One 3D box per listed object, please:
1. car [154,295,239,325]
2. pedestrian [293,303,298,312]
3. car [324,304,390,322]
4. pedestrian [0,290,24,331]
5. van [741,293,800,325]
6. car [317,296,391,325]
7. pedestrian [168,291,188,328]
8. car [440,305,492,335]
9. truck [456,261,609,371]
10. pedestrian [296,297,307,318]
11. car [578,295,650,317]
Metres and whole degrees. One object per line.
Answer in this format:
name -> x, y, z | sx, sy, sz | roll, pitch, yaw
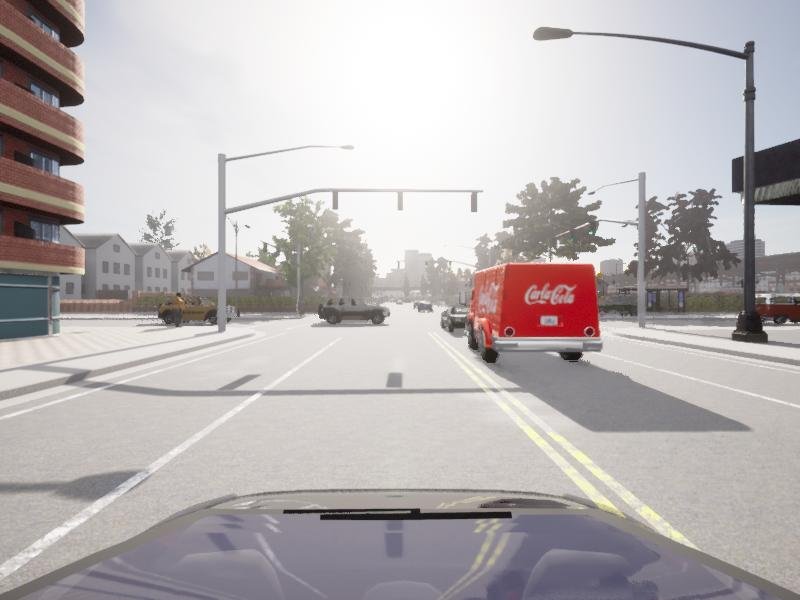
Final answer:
car -> -13.320, 0.650, 26.359 | 4.605, 1.855, 1.932 | 0, 0, 0
pedestrian -> -12.429, 0.874, 47.639 | 0.500, 1.100, 0.500 | 0, 0, -2
car -> -3.158, 0.944, 29.814 | 4.718, 1.301, 1.895 | 0, 0, 0
pedestrian -> -18.034, 0.469, 18.428 | 0.751, 1.860, 0.751 | 0, 0, 0
van -> 25.442, 0.571, 26.187 | 4.480, 2.038, 2.069 | 0, 0, 0
car -> -2.953, 0.653, 26.313 | 4.605, 1.855, 1.932 | 0, 0, 0
pedestrian -> -11.426, 0.485, 20.580 | 0.751, 1.860, 0.751 | 0, 0, 44
car -> 3.254, 0.944, 20.748 | 1.895, 1.301, 4.718 | 0, 0, 0
truck -> 3.341, 0.357, 11.582 | 2.627, 2.467, 5.204 | 0, 0, -1
pedestrian -> -8.809, 0.637, 35.852 | 0.751, 1.860, 0.751 | 0, 0, 12
car -> 20.090, 0.568, 37.719 | 5.566, 2.045, 2.150 | 0, 0, 0
